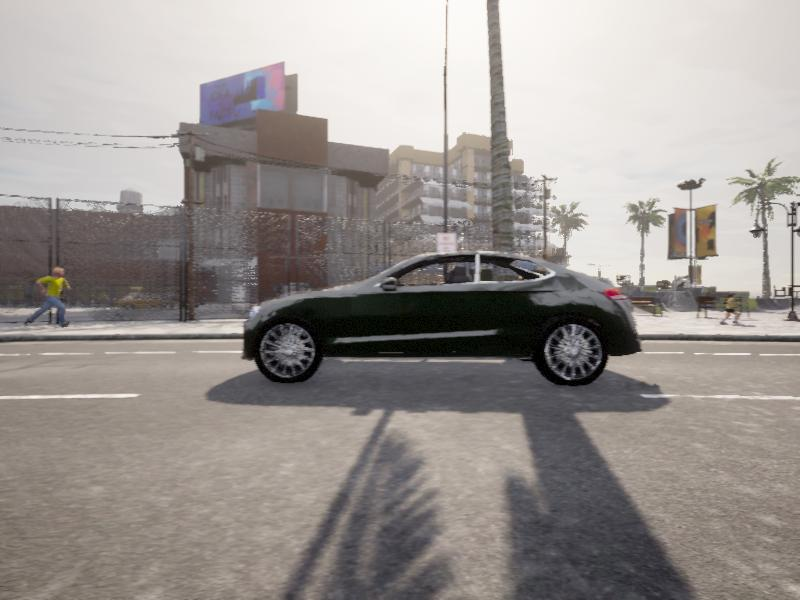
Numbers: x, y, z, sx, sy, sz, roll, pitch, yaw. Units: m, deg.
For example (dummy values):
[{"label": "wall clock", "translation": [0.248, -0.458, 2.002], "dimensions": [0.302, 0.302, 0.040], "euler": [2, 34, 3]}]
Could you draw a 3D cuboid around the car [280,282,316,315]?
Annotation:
[{"label": "car", "translation": [-6.823, -0.116, 26.423], "dimensions": [1.878, 1.987, 4.442], "euler": [0, 0, -19]}]

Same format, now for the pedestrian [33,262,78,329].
[{"label": "pedestrian", "translation": [-9.933, -0.116, 11.568], "dimensions": [0.751, 1.860, 0.751], "euler": [0, 0, -16]}]

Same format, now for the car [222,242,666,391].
[{"label": "car", "translation": [0.488, 0.178, 5.622], "dimensions": [5.027, 1.651, 2.152], "euler": [0, 0, 3]}]

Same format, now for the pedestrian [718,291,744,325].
[{"label": "pedestrian", "translation": [10.850, 0.257, 13.132], "dimensions": [0.500, 1.100, 0.500], "euler": [0, 0, 17]}]
